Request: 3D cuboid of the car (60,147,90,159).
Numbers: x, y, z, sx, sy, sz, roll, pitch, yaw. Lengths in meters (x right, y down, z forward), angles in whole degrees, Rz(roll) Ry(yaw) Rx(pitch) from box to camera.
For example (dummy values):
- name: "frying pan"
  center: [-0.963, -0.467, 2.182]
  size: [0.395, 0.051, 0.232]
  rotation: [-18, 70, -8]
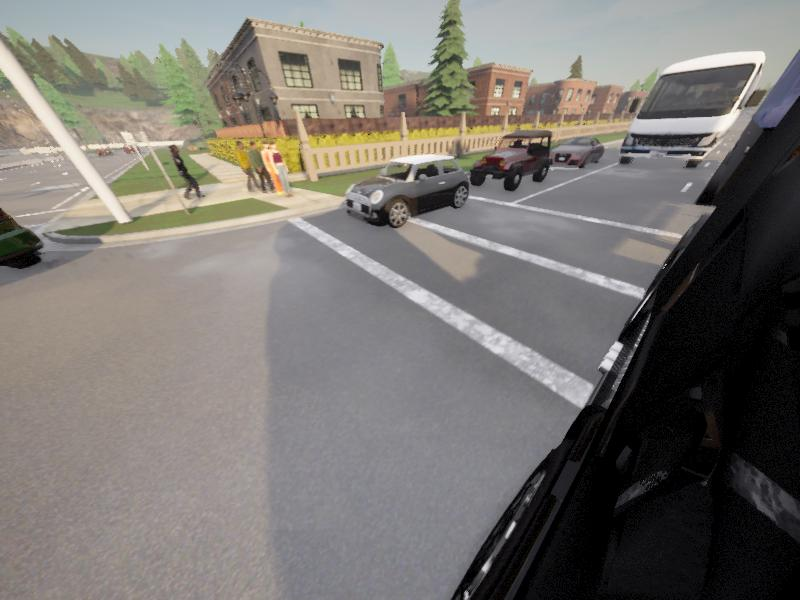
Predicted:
- name: "car"
  center: [-56.994, -25.821, 40.573]
  size: [1.837, 1.490, 4.892]
  rotation: [-28, 43, -29]

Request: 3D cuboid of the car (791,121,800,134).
- name: "car"
  center: [46.097, -19.524, 25.694]
  size: [3.806, 1.475, 1.970]
  rotation: [-28, 44, -30]

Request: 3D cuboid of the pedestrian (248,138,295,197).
- name: "pedestrian"
  center: [-4.894, -5.078, 8.904]
  size: [0.751, 1.860, 0.751]
  rotation: [21, 43, 28]

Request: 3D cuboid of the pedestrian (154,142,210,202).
- name: "pedestrian"
  center: [-8.053, -4.791, 8.668]
  size: [0.751, 1.860, 0.751]
  rotation: [-23, 41, -25]

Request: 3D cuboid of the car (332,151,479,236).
- name: "car"
  center: [0.273, -3.423, 6.992]
  size: [3.806, 1.475, 1.970]
  rotation: [-27, 43, -29]

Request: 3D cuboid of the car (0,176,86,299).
- name: "car"
  center: [-9.987, -1.041, 3.969]
  size: [5.566, 2.045, 2.150]
  rotation: [1, 38, 5]

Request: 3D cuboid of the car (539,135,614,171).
- name: "car"
  center: [10.277, -8.641, 13.447]
  size: [4.181, 1.385, 1.994]
  rotation: [-29, 44, -31]

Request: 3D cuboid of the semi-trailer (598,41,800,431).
- name: "semi-trailer"
  center: [8.684, -3.608, 4.251]
  size: [14.254, 4.402, 2.717]
  rotation: [-28, 44, -30]

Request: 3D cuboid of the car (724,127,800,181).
- name: "car"
  center: [16.597, -6.487, 10.045]
  size: [4.902, 1.511, 2.128]
  rotation: [-27, 43, -29]

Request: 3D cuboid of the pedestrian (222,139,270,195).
- name: "pedestrian"
  center: [-6.160, -5.347, 9.356]
  size: [0.751, 1.860, 0.751]
  rotation: [-4, 37, -1]

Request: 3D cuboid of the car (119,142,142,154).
- name: "car"
  center: [-54.243, -30.608, 46.578]
  size: [2.097, 1.767, 4.553]
  rotation: [-28, 43, -29]

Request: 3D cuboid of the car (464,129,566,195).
- name: "car"
  center: [4.824, -5.952, 9.749]
  size: [3.866, 1.878, 1.905]
  rotation: [-28, 44, -30]

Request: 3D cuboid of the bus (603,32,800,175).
- name: "bus"
  center: [16.293, -10.190, 12.732]
  size: [10.273, 4.253, 3.944]
  rotation: [-28, 44, -30]

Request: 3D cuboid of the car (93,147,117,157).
- name: "car"
  center: [-55.371, -27.911, 43.436]
  size: [1.895, 1.301, 4.718]
  rotation: [-28, 43, -29]

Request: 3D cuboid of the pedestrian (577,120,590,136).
- name: "pedestrian"
  center: [27.564, -25.828, 34.686]
  size: [0.751, 1.860, 0.751]
  rotation: [-29, 44, -31]

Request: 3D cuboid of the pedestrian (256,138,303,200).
- name: "pedestrian"
  center: [-4.373, -4.780, 8.484]
  size: [0.751, 1.860, 0.751]
  rotation: [25, 45, 32]

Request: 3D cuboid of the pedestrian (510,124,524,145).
- name: "pedestrian"
  center: [12.692, -17.973, 25.094]
  size: [0.751, 1.860, 0.751]
  rotation: [-28, 43, -30]

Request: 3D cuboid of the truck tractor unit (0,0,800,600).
- name: "truck tractor unit"
  center: [2.645, -0.295, 0.351]
  size: [6.516, 4.208, 3.053]
  rotation: [-28, 44, -30]

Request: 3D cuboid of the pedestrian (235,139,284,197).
- name: "pedestrian"
  center: [-5.452, -5.161, 9.063]
  size: [0.751, 1.860, 0.751]
  rotation: [14, 40, 21]
